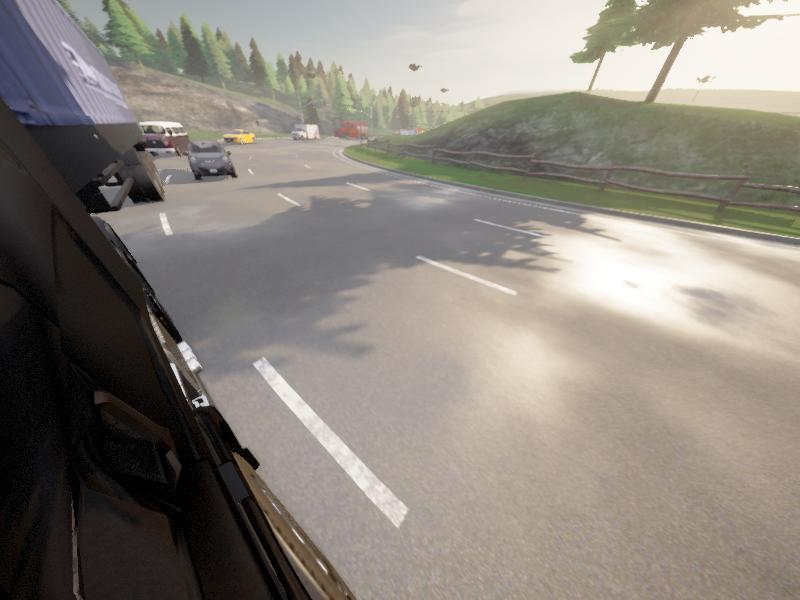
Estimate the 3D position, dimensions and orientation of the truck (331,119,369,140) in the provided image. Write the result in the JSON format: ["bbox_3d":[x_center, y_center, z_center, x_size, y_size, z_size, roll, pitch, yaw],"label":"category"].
[{"bbox_3d":[-11.752,-40.929,55.615,2.891,3.827,8.468,31,44,33],"label":"truck"}]

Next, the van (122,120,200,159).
[{"bbox_3d":[-16.963,-11.694,16.815,2.069,2.038,4.480,-11,38,-17],"label":"van"}]

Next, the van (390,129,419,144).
[{"bbox_3d":[0.966,-37.798,53.458,6.366,2.431,2.351,0,32,-4],"label":"van"}]

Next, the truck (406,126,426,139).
[{"bbox_3d":[5.880,-61.218,84.551,2.891,3.827,8.468,24,41,26],"label":"truck"}]

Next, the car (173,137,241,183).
[{"bbox_3d":[-9.186,-6.852,11.157,1.845,1.501,3.633,-20,42,-28],"label":"car"}]

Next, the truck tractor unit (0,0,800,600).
[{"bbox_3d":[-2.645,-0.295,0.351,6.516,4.208,3.053,28,44,30],"label":"truck tractor unit"}]

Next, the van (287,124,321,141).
[{"bbox_3d":[-17.885,-31.530,43.532,2.351,2.431,6.366,11,37,11],"label":"van"}]

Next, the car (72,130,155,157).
[{"bbox_3d":[-20.387,-11.425,16.779,1.994,1.385,4.181,-10,38,-17],"label":"car"}]

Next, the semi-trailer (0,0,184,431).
[{"bbox_3d":[-7.900,-4.023,4.915,2.717,4.402,14.254,-25,44,-32],"label":"semi-trailer"}]

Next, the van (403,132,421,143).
[{"bbox_3d":[3.179,-41.930,59.561,4.442,1.987,1.775,6,36,5],"label":"van"}]

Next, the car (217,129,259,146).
[{"bbox_3d":[-20.205,-20.577,29.158,1.882,1.535,5.008,1,36,-2],"label":"car"}]
